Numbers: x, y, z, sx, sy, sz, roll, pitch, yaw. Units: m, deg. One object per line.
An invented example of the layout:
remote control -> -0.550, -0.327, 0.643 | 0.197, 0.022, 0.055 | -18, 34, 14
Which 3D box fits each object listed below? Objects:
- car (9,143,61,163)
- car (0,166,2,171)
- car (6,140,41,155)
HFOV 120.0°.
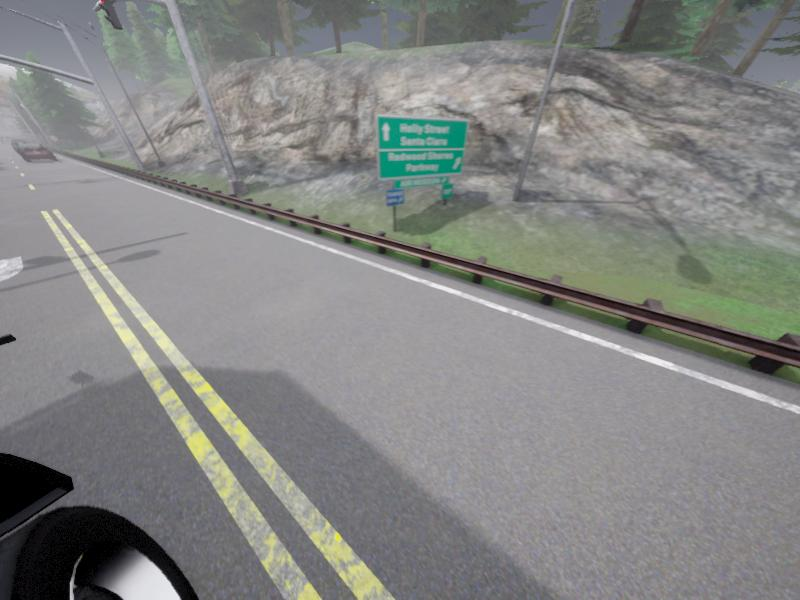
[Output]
car -> -37.089, -15.030, 23.461 | 4.792, 1.488, 2.163 | 22, 41, 28
car -> -32.045, -10.570, 17.081 | 4.856, 1.649, 2.033 | 22, 41, 28
car -> -51.608, -20.975, 31.656 | 3.988, 1.617, 1.851 | 22, 41, 28
